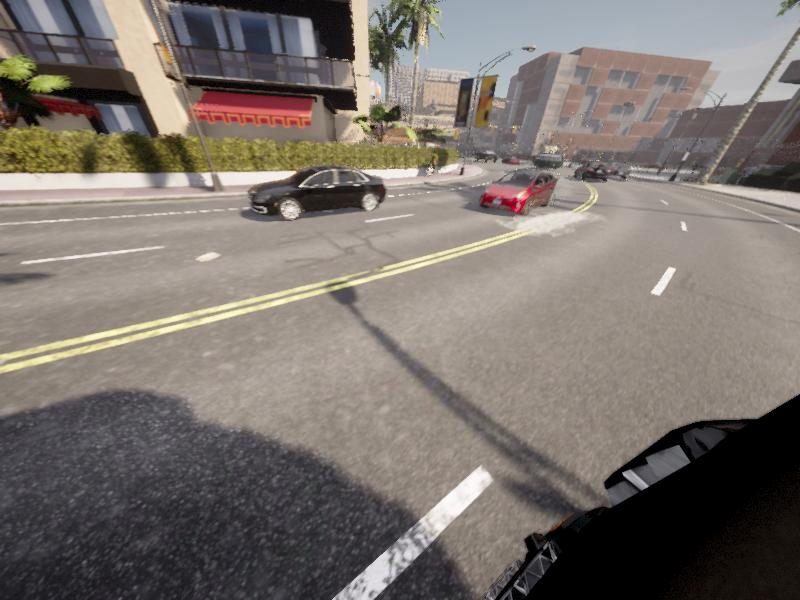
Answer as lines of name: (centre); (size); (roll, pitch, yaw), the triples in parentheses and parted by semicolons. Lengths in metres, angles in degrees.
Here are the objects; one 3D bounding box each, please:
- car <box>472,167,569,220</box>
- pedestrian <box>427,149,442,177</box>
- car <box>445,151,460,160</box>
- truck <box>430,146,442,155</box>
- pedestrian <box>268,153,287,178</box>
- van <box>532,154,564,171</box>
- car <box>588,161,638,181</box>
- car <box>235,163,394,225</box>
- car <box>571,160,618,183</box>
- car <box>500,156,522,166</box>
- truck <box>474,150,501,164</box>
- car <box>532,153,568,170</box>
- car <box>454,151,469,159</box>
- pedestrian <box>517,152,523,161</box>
car: (5.484, -4.941, 10.356); (4.514, 1.525, 2.007); (-27, 44, -36)
pedestrian: (2.749, -10.935, 18.509); (0.751, 1.860, 0.751); (27, 40, 31)
car: (12.894, -35.602, 56.854); (2.163, 1.488, 4.792); (-2, 34, -7)
truck: (12.723, -53.427, 82.632); (2.627, 2.467, 5.204); (-2, 34, -7)
pedestrian: (-7.837, -8.615, 14.786); (0.751, 1.300, 0.751); (-16, 38, -26)
van: (22.381, -20.939, 35.140); (1.775, 1.987, 4.442); (3, 34, 0)
car: (24.737, -15.262, 27.144); (2.152, 1.651, 5.027); (10, 34, 10)
car: (-2.776, -4.032, 8.415); (4.892, 1.490, 1.837); (-20, 40, -30)
car: (20.279, -13.665, 24.381); (2.242, 1.667, 4.611); (13, 35, 15)
car: (21.551, -27.241, 45.074); (1.994, 1.385, 4.181); (-1, 34, -6)
truck: (17.763, -29.433, 47.421); (2.390, 2.098, 6.274); (-2, 34, -7)
car: (25.678, -23.950, 39.839); (2.150, 2.045, 5.566); (0, 34, -4)
car: (15.973, -37.653, 60.005); (1.930, 1.638, 5.238); (-2, 34, -7)
pedestrian: (30.458, -36.374, 58.643); (0.751, 1.860, 0.751); (-3, 34, -8)
